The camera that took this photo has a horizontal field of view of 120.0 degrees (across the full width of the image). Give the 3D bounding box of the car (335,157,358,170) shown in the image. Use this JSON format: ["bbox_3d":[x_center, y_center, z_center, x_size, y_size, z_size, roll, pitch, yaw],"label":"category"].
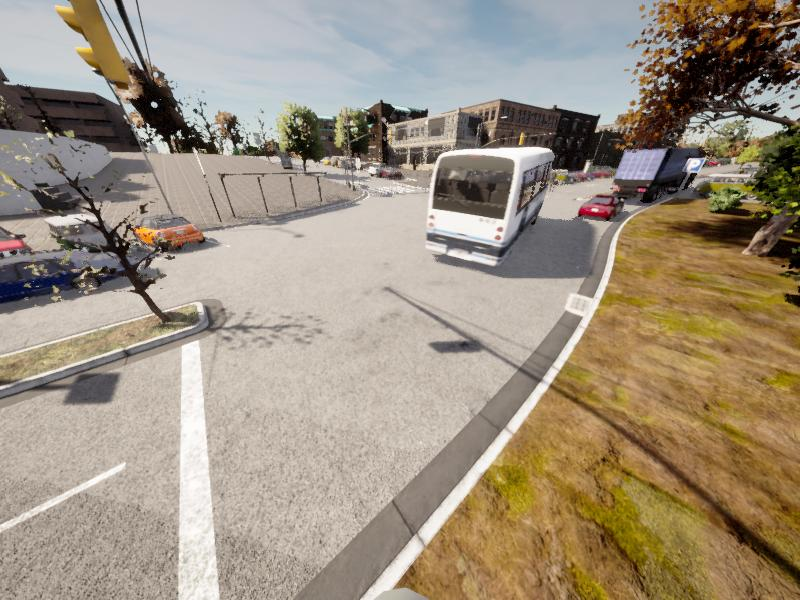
[{"bbox_3d":[-10.866,-27.919,47.185,1.878,1.987,4.442,21,37,23],"label":"car"}]

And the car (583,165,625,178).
[{"bbox_3d":[39.365,-24.796,44.732,5.566,2.045,2.435,20,37,33],"label":"car"}]

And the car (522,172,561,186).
[{"bbox_3d":[21.562,-18.424,35.211,4.553,1.767,2.185,19,36,31],"label":"car"}]

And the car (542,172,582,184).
[{"bbox_3d":[26.611,-20.140,38.075,4.892,1.521,2.231,19,36,32],"label":"car"}]

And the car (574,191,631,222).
[{"bbox_3d":[14.604,-6.810,16.623,4.181,1.385,1.994,-26,39,-34],"label":"car"}]

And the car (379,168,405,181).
[{"bbox_3d":[-1.231,-20.775,38.067,2.002,1.452,4.674,21,37,23],"label":"car"}]

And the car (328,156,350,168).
[{"bbox_3d":[-12.791,-29.317,49.059,1.878,1.987,4.442,21,37,23],"label":"car"}]

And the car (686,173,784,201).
[{"bbox_3d":[30.571,-10.506,21.390,4.442,1.987,1.878,20,38,31],"label":"car"}]

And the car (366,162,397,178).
[{"bbox_3d":[-3.124,-22.424,39.795,2.435,2.045,5.566,21,37,23],"label":"car"}]

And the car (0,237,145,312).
[{"bbox_3d":[-13.362,-0.825,8.339,5.357,1.411,2.033,-24,38,-32],"label":"car"}]

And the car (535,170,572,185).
[{"bbox_3d":[24.186,-19.390,36.497,4.442,1.987,1.878,19,36,31],"label":"car"}]

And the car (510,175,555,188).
[{"bbox_3d":[19.246,-17.332,33.735,5.366,1.575,1.946,18,36,31],"label":"car"}]

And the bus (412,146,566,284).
[{"bbox_3d":[5.085,-5.378,11.987,3.944,4.253,10.273,21,40,28],"label":"bus"}]

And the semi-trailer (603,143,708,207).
[{"bbox_3d":[25.135,-12.425,22.481,14.254,4.402,2.717,-21,36,-29],"label":"semi-trailer"}]

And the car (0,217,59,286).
[{"bbox_3d":[-18.453,-2.226,10.271,5.566,2.045,2.435,15,34,27],"label":"car"}]

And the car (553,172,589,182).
[{"bbox_3d":[29.144,-21.005,39.471,4.674,1.452,2.002,19,37,32],"label":"car"}]

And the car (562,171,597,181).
[{"bbox_3d":[31.680,-21.906,40.851,4.674,1.452,2.002,19,36,32],"label":"car"}]

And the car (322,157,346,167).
[{"bbox_3d":[-14.577,-30.665,51.280,1.946,1.575,5.366,21,37,23],"label":"car"}]

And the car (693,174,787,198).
[{"bbox_3d":[33.092,-11.306,22.797,4.553,1.767,2.185,20,37,31],"label":"car"}]

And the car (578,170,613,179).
[{"bbox_3d":[36.781,-23.674,43.552,4.674,1.452,2.002,20,37,33],"label":"car"}]

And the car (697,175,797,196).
[{"bbox_3d":[35.730,-12.037,24.127,5.366,1.575,1.946,21,37,31],"label":"car"}]

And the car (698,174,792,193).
[{"bbox_3d":[37.900,-13.039,25.682,5.366,1.575,1.946,21,38,31],"label":"car"}]

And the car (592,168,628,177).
[{"bbox_3d":[41.921,-25.455,46.197,5.008,1.535,2.097,20,37,33],"label":"car"}]

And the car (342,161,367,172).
[{"bbox_3d":[-8.914,-26.385,45.522,2.231,1.521,4.892,21,37,23],"label":"car"}]

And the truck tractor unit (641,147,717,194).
[{"bbox_3d":[31.650,-14.795,26.299,6.516,4.208,3.053,-20,36,-28],"label":"truck tractor unit"}]

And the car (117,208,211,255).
[{"bbox_3d":[-13.789,-4.164,13.541,4.553,1.767,2.185,15,35,27],"label":"car"}]

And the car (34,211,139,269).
[{"bbox_3d":[-16.054,-3.211,11.856,4.442,1.987,1.878,15,34,27],"label":"car"}]
